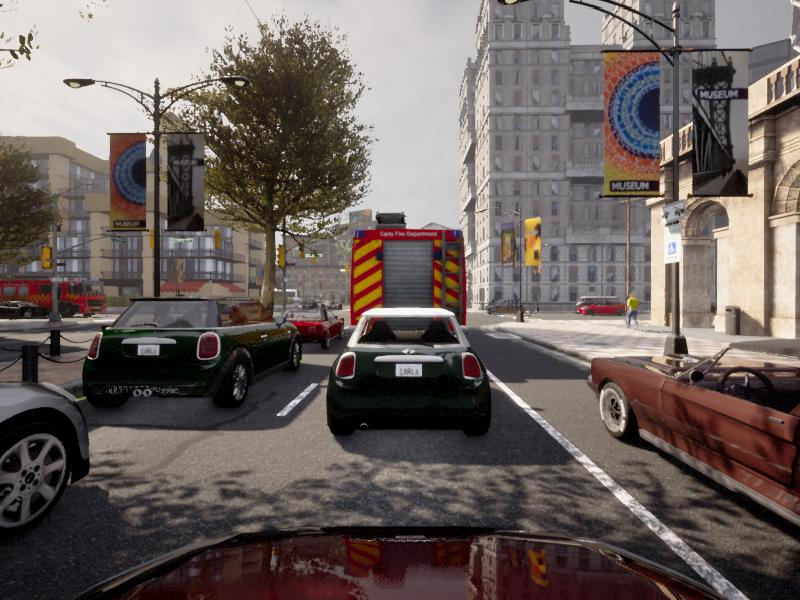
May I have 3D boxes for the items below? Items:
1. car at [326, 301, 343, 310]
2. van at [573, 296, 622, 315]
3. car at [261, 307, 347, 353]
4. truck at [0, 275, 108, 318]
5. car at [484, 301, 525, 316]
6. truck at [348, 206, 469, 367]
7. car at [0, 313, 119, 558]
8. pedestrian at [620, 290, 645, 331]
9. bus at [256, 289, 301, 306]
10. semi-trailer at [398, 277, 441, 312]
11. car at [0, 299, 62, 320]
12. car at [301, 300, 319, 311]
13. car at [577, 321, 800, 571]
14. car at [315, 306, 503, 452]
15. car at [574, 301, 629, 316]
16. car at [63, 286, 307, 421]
[{"bbox_3d":[-10.261,0.853,63.188,1.970,1.475,3.806,0,0,1],"label":"car"},{"bbox_3d":[21.300,0.599,43.240,4.442,1.987,1.775,0,0,1],"label":"van"},{"bbox_3d":[-3.218,0.944,14.445,1.895,1.301,4.718,0,0,1],"label":"car"},{"bbox_3d":[-32.271,-0.321,36.991,8.468,3.827,2.891,0,0,1],"label":"truck"},{"bbox_3d":[10.408,0.827,39.899,3.633,1.501,1.845,0,0,1],"label":"car"},{"bbox_3d":[0.274,-0.321,13.781,2.891,3.827,8.468,0,0,1],"label":"truck"},{"bbox_3d":[-3.473,0.853,1.600,1.970,1.475,3.806,0,0,1],"label":"car"},{"bbox_3d":[10.792,0.485,18.613,0.751,1.860,0.751,0,0,2],"label":"pedestrian"},{"bbox_3d":[-30.942,-0.534,102.441,10.273,4.253,3.944,0,0,2],"label":"bus"},{"bbox_3d":[2.403,-0.618,57.546,2.717,4.402,14.254,0,0,-12],"label":"semi-trailer"},{"bbox_3d":[-31.737,0.771,33.493,5.238,1.638,1.930,0,0,1],"label":"car"},{"bbox_3d":[-13.798,0.815,61.323,1.789,1.549,3.705,0,0,1],"label":"car"},{"bbox_3d":[3.308,0.938,3.058,1.895,1.301,4.718,0,0,1],"label":"car"},{"bbox_3d":[0.119,0.853,6.110,1.970,1.475,3.806,0,0,1],"label":"car"},{"bbox_3d":[19.963,0.829,39.759,4.514,1.525,2.007,0,0,1],"label":"car"},{"bbox_3d":[-3.355,0.694,7.527,2.097,1.767,4.553,0,0,1],"label":"car"}]
